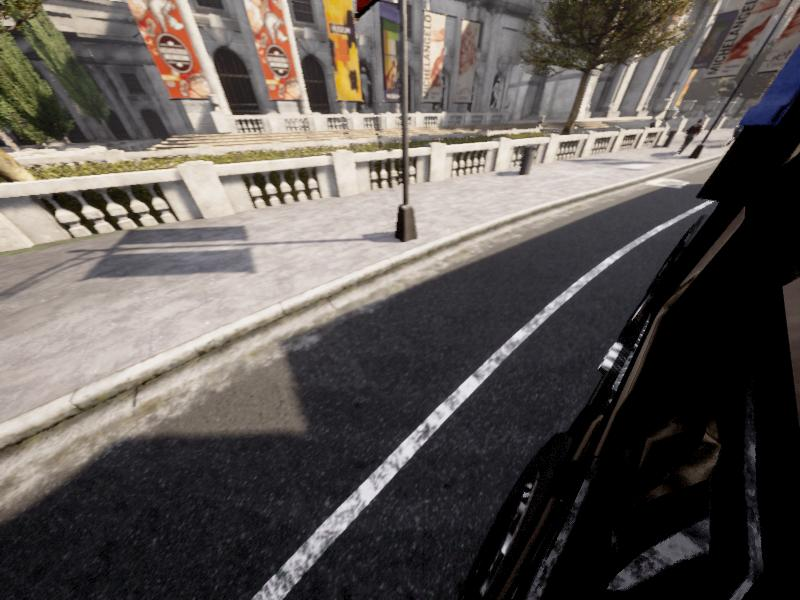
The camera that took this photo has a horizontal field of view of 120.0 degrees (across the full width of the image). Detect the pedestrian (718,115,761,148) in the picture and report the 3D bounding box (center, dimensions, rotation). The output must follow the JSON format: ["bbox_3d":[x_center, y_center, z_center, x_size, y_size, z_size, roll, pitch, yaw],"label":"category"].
[{"bbox_3d":[24.755,-12.297,16.895,0.751,1.860,0.751,-11,38,-12],"label":"pedestrian"}]

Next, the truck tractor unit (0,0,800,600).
[{"bbox_3d":[2.645,-0.295,0.351,6.516,4.208,3.053,-28,44,-30],"label":"truck tractor unit"}]

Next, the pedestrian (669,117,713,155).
[{"bbox_3d":[18.025,-10.139,14.351,0.751,1.860,0.751,-19,40,-22],"label":"pedestrian"}]

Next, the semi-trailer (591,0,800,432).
[{"bbox_3d":[9.108,-3.263,3.819,14.254,4.402,2.717,-23,42,-25],"label":"semi-trailer"}]
